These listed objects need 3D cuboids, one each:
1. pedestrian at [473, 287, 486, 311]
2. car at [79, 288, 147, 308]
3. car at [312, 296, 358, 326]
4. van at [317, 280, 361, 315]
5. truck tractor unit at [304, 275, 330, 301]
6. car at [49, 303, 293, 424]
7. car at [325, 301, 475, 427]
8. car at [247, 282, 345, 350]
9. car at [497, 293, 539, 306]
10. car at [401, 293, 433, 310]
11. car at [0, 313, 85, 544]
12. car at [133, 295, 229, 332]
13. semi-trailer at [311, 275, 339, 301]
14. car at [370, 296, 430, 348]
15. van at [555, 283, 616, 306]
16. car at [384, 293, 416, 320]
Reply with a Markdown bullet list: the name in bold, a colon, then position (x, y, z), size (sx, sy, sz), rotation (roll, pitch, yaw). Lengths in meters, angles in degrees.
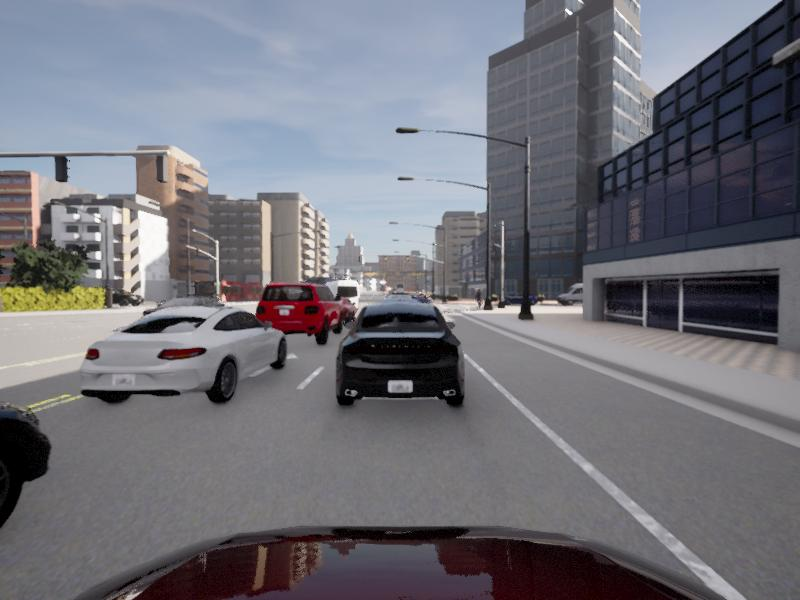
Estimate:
- **pedestrian**: position (6.236, -0.063, 31.415), size (0.751, 1.860, 0.751), rotation (0, 2, -14)
- **car**: position (-30.069, -0.284, 41.981), size (5.566, 2.045, 2.150), rotation (0, 2, 0)
- **car**: position (-3.517, 0.539, 22.454), size (1.812, 1.442, 4.674), rotation (0, 1, 0)
- **van**: position (-5.021, -0.244, 32.039), size (1.988, 2.561, 5.915), rotation (0, 1, -24)
- **truck tractor unit**: position (-13.968, -1.897, 67.730), size (3.053, 4.208, 6.516), rotation (0, 1, 0)
- **car**: position (-3.501, 0.822, 7.373), size (1.812, 1.442, 4.674), rotation (0, 1, 0)
- **car**: position (0.001, 0.796, 7.353), size (1.837, 1.490, 4.892), rotation (0, 1, 0)
- **car**: position (-3.501, 0.417, 14.804), size (2.150, 2.045, 5.566), rotation (0, 1, 0)
- **car**: position (13.292, -0.092, 45.137), size (4.193, 1.474, 1.816), rotation (0, 2, 0)
- **car**: position (1.680, 0.122, 37.908), size (1.816, 1.474, 4.193), rotation (0, 2, 22)
- **car**: position (-3.502, 0.850, 1.194), size (1.816, 1.474, 4.193), rotation (0, 0, 0)
- **car**: position (-10.445, 0.566, 19.621), size (1.882, 1.535, 5.008), rotation (0, 1, 1)
- **semi-trailer**: position (-14.012, -2.114, 75.640), size (2.717, 4.402, 14.254), rotation (0, 1, -1)
- **car**: position (0.006, 0.669, 15.173), size (1.882, 1.535, 5.008), rotation (0, 2, 0)
- **van**: position (20.772, -0.622, 45.062), size (5.915, 2.561, 1.988), rotation (0, 2, 1)
- **car**: position (0.011, 0.338, 26.802), size (1.930, 1.638, 5.238), rotation (0, 1, 0)
